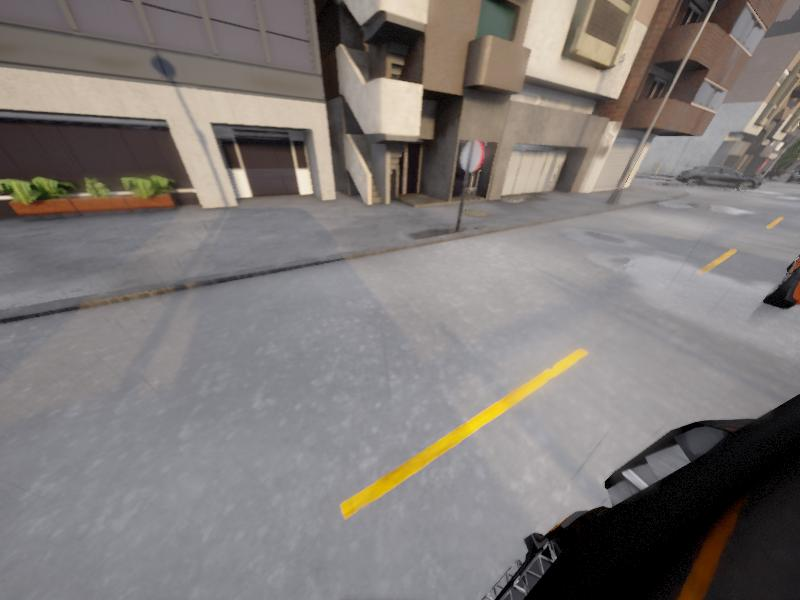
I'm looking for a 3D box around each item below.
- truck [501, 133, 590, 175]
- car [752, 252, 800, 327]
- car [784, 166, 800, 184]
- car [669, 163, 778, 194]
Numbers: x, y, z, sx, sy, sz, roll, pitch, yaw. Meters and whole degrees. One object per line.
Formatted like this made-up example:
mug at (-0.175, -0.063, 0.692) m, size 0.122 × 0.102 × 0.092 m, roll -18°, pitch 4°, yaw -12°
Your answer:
truck at (17.613, -18.415, 28.991) m, size 2.891 × 3.827 × 8.468 m, roll -16°, pitch 38°, yaw -26°
car at (8.506, -0.599, 3.668) m, size 4.553 × 1.767 × 2.097 m, roll -16°, pitch 38°, yaw -26°
car at (49.449, -15.150, 27.935) m, size 4.553 × 1.767 × 2.097 m, roll -16°, pitch 38°, yaw -26°
car at (26.752, -10.338, 19.487) m, size 4.856 × 1.649 × 2.033 m, roll 24°, pitch 41°, yaw 29°
